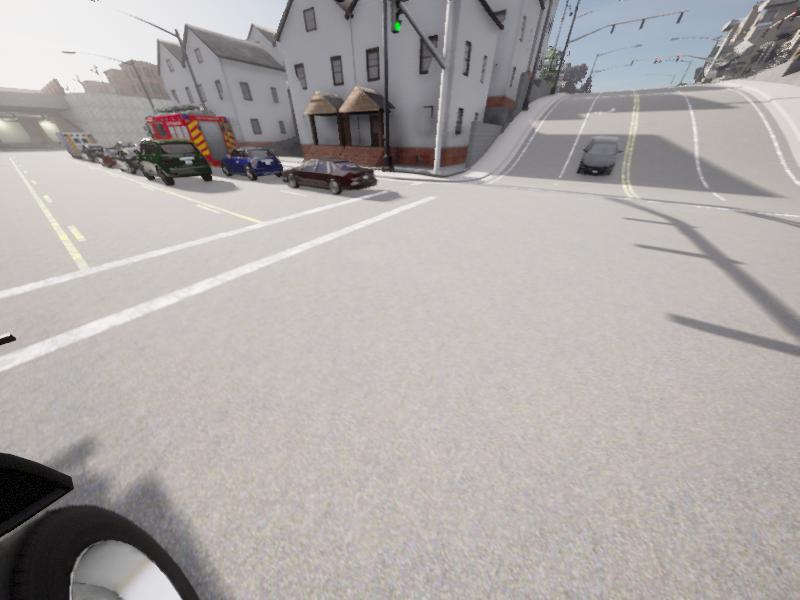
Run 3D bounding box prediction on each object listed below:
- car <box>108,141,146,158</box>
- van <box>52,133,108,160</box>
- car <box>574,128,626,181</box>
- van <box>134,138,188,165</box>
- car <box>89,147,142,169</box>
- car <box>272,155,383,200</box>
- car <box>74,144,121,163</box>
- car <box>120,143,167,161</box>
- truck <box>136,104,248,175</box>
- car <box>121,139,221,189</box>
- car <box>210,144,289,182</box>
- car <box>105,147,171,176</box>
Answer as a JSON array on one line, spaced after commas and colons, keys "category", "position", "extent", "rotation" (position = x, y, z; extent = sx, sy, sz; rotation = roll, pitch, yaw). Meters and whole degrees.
[{"category": "car", "position": [-34.130, -18.837, 28.862], "extent": [3.988, 1.617, 1.851], "rotation": [22, 41, 28]}, {"category": "van", "position": [-37.515, -18.091, 27.064], "extent": [6.366, 2.431, 2.351], "rotation": [22, 41, 28]}, {"category": "car", "position": [13.783, -10.081, 15.845], "extent": [1.882, 1.535, 5.008], "rotation": [21, 56, 27]}, {"category": "van", "position": [-23.342, -14.608, 22.598], "extent": [4.480, 2.038, 2.069], "rotation": [22, 41, 28]}, {"category": "car", "position": [-24.692, -12.406, 20.051], "extent": [4.181, 1.385, 1.994], "rotation": [23, 41, 29]}, {"category": "car", "position": [-3.669, -6.334, 11.628], "extent": [5.357, 1.411, 2.033], "rotation": [20, 40, 26]}, {"category": "car", "position": [-30.887, -15.000, 23.557], "extent": [4.892, 1.490, 1.837], "rotation": [22, 41, 28]}, {"category": "car", "position": [-28.616, -16.541, 25.744], "extent": [4.902, 1.511, 2.128], "rotation": [22, 41, 28]}, {"category": "truck", "position": [-16.187, -12.423, 18.024], "extent": [8.468, 3.827, 2.891], "rotation": [22, 41, 28]}, {"category": "car", "position": [-13.230, -8.021, 13.360], "extent": [5.566, 2.045, 2.150], "rotation": [22, 41, 28]}, {"category": "car", "position": [-9.688, -8.937, 14.906], "extent": [4.553, 1.767, 2.097], "rotation": [22, 41, 28]}, {"category": "car", "position": [-19.267, -10.258, 16.950], "extent": [4.892, 1.490, 1.837], "rotation": [22, 41, 28]}]
